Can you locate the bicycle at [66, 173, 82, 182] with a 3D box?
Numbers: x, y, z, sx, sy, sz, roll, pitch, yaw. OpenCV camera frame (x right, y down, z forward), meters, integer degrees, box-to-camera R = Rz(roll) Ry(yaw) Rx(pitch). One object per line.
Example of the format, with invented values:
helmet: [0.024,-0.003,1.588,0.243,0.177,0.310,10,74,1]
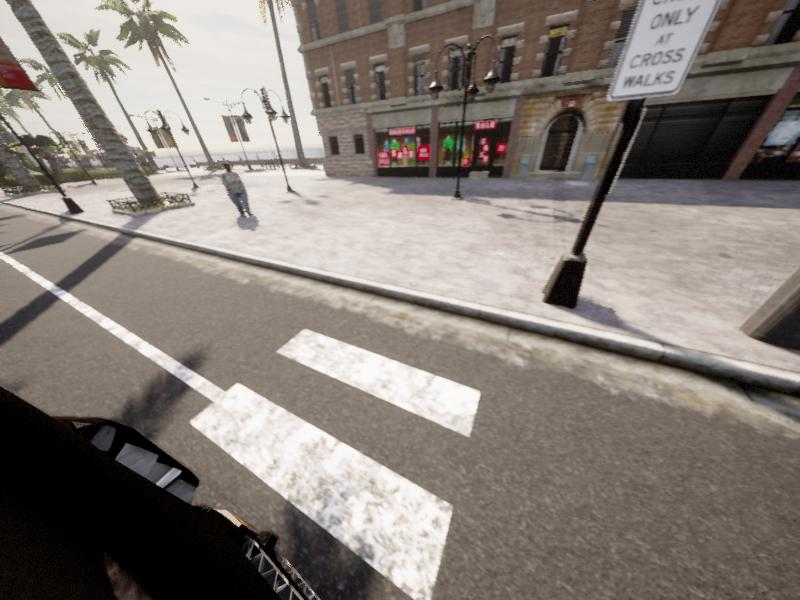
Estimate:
bicycle: [-40.849,-15.358,28.917,1.643,1.024,0.373,13,37,23]

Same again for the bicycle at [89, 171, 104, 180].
bicycle: [-39.969,-16.397,30.399,1.643,1.024,0.373,13,37,23]

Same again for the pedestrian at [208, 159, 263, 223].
pedestrian: [-5.649,-3.765,7.997,0.751,1.860,0.751,24,42,35]

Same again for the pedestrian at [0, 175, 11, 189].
pedestrian: [-43.859,-13.147,25.039,0.751,1.860,0.751,9,35,17]

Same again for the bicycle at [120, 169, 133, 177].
bicycle: [-38.650,-17.955,32.620,1.643,1.024,0.373,13,37,23]
